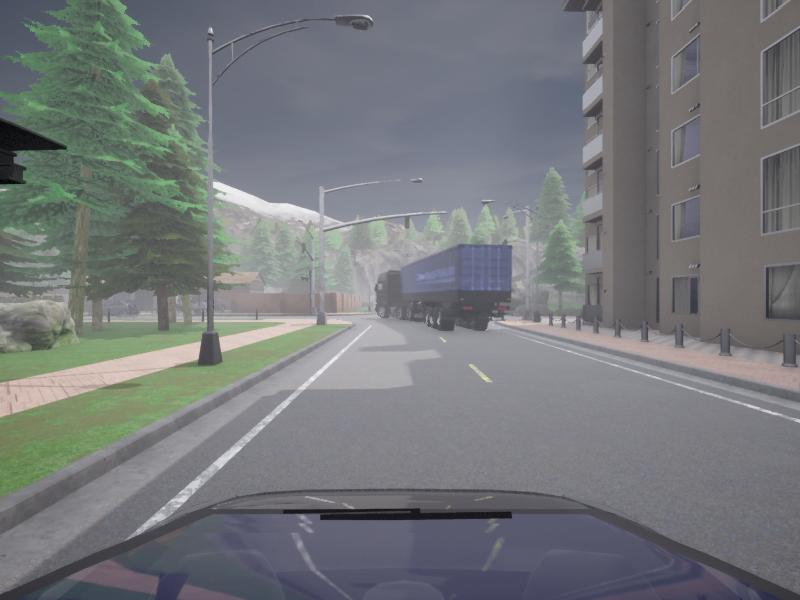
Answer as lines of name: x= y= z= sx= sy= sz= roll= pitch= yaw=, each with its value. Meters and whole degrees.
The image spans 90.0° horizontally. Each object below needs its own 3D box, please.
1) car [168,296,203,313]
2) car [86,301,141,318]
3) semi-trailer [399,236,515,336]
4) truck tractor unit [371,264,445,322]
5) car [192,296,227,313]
car: x=-24.091 y=0.505 z=45.073 sx=1.905 sy=1.878 sz=3.866 roll=0 pitch=0 yaw=-1
car: x=-25.795 y=0.814 z=36.093 sx=3.633 sy=1.501 sz=1.845 roll=0 pitch=0 yaw=-1
semi-trailer: x=2.558 y=-0.619 z=24.896 sx=2.717 sy=4.402 sz=14.254 roll=0 pitch=0 yaw=-11
truck tractor unit: x=0.491 y=-0.527 z=32.447 sx=3.053 sy=4.208 sz=6.516 roll=0 pitch=0 yaw=-30
car: x=-21.587 y=0.503 z=45.523 sx=1.932 sy=1.855 sz=4.605 roll=0 pitch=0 yaw=-1
